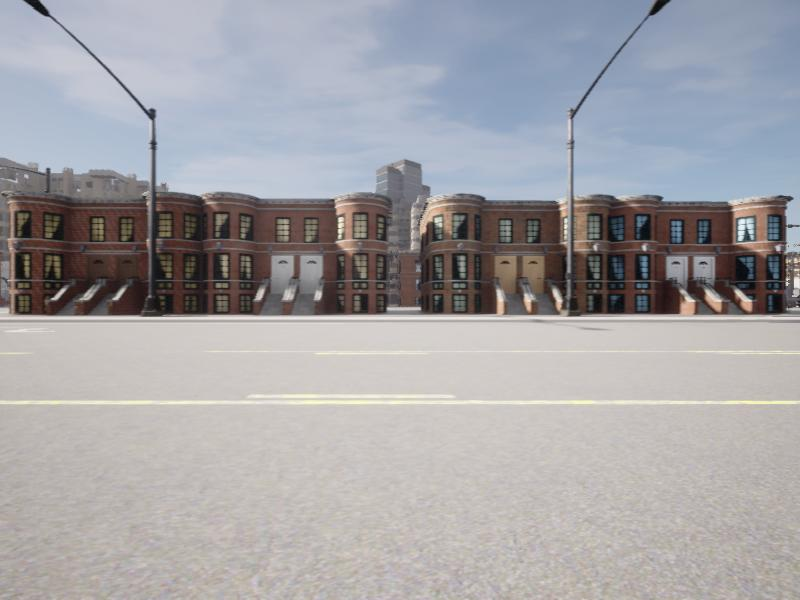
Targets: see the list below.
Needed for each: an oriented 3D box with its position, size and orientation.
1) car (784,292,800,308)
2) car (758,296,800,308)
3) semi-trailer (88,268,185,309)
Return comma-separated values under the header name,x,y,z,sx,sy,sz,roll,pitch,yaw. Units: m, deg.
name,x,y,z,sx,sy,sz,roll,pitch,yaw
car,52.326,-0.044,50.606,2.150,2.045,5.566,0,0,1
car,48.832,0.272,50.780,2.033,1.411,5.357,0,0,1
semi-trailer,-32.184,-1.209,50.144,2.717,4.402,14.254,0,0,0
